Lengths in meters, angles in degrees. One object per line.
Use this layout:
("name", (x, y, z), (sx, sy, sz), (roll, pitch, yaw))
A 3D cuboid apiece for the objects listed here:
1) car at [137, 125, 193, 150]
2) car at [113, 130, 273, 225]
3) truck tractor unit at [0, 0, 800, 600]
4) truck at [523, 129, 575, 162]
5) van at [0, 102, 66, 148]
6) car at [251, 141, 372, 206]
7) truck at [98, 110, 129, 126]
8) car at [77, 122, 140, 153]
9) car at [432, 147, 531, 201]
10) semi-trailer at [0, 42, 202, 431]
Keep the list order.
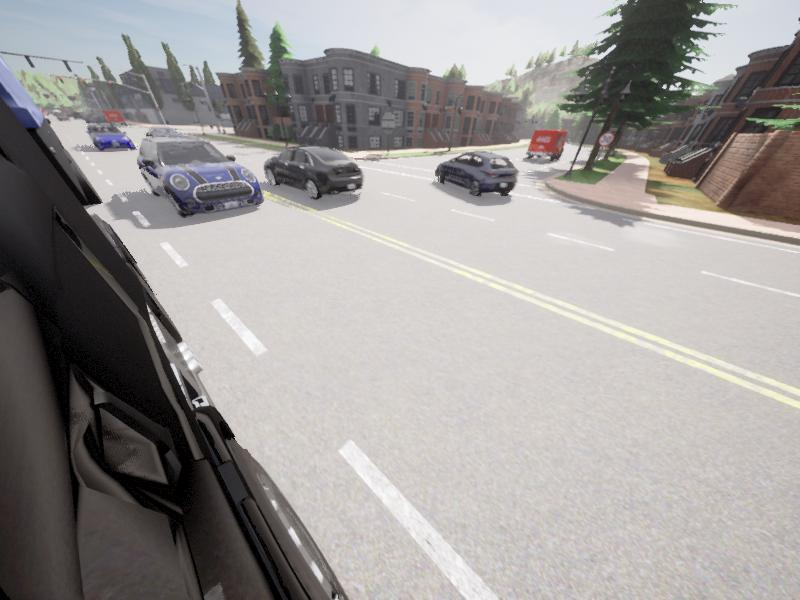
("car", (-20.252, -14.042, 19.865), (5.357, 1.411, 2.033), (28, 44, 30))
("car", (-6.287, -3.980, 7.049), (4.553, 1.767, 2.097), (28, 44, 30))
("truck tractor unit", (-2.645, -0.295, 0.351), (6.516, 4.208, 3.053), (28, 44, 30))
("truck", (15.129, -15.678, 23.412), (2.627, 2.467, 5.204), (30, 44, 31))
("van", (-28.130, -13.196, 17.358), (6.366, 2.431, 2.351), (28, 44, 30))
("car", (-3.485, -5.100, 8.975), (4.892, 1.490, 1.837), (28, 44, 30))
("truck", (-58.793, -37.316, 47.431), (5.204, 2.467, 2.627), (28, 44, 30))
("car", (-21.191, -11.854, 16.778), (4.514, 1.525, 2.007), (28, 44, 30))
("car", (3.299, -5.814, 10.387), (1.816, 1.474, 4.193), (-12, 40, -18))
("semi-trailer", (-8.701, -3.612, 4.213), (14.254, 4.402, 2.717), (28, 44, 30))
